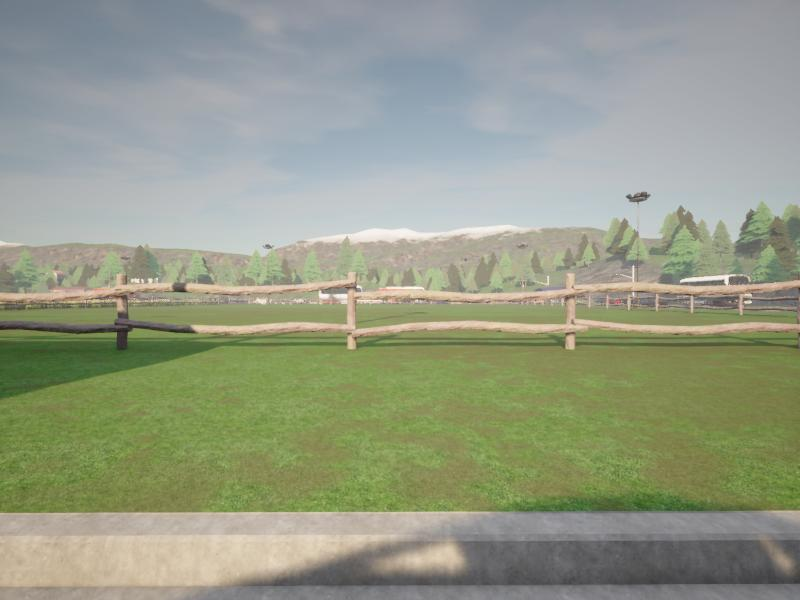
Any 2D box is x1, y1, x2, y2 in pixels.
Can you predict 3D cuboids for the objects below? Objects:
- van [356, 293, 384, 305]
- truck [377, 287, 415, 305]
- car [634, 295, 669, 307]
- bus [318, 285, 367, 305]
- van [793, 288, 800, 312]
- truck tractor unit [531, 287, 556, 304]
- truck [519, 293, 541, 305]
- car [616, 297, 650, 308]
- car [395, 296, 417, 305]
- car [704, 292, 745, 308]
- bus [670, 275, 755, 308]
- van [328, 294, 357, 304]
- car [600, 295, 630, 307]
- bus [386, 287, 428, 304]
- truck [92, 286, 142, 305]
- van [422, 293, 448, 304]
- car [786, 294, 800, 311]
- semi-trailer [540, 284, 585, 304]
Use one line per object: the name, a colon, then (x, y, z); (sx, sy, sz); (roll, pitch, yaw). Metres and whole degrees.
van: (-6.367, -0.277, 84.962); (5.915, 2.561, 1.988); (0, 0, -1)
truck: (-0.890, -0.921, 88.518); (8.468, 3.827, 2.891); (0, 0, -1)
car: (36.849, 0.156, 58.755); (2.242, 1.667, 4.611); (0, 0, 0)
bus: (-12.581, -1.134, 88.525); (10.273, 4.253, 3.944); (0, 0, -1)
van: (33.264, -0.002, 30.720); (1.775, 1.987, 4.442); (0, 0, 1)
truck tractor unit: (36.701, -1.125, 102.351); (3.053, 4.208, 6.516); (0, 0, -12)
truck: (28.570, -0.245, 87.959); (2.627, 2.467, 5.204); (0, 0, -7)
car: (29.839, 0.308, 51.348); (1.994, 1.385, 4.181); (0, 0, 0)
car: (1.316, 0.052, 85.044); (4.605, 1.855, 1.932); (0, 0, -1)
car: (40.339, 0.044, 49.869); (1.905, 1.878, 3.866); (0, 0, 0)
bus: (43.726, -1.135, 56.681); (3.944, 4.253, 10.273); (0, 0, 0)
van: (-13.197, -0.222, 91.895); (6.366, 2.431, 2.351); (0, 0, -1)
car: (33.352, 0.156, 62.144); (2.242, 1.667, 4.611); (0, 0, 0)
bus: (1.668, -1.134, 99.170); (10.273, 4.253, 3.944); (0, 0, -1)
truck: (-59.606, -0.925, 84.421); (8.468, 3.827, 2.891); (0, 0, -1)
van: (8.074, -0.278, 92.113); (5.915, 2.561, 1.988); (0, 0, 0)
car: (36.809, 0.251, 34.637); (2.163, 1.488, 4.792); (0, 0, 0)
semi-trailer: (38.033, -1.221, 94.549); (2.717, 4.402, 14.254); (0, 0, -9)
